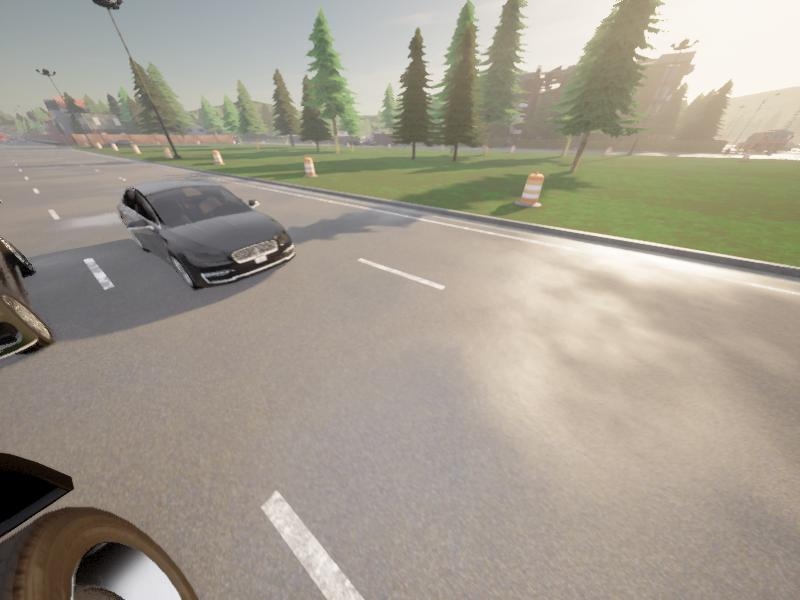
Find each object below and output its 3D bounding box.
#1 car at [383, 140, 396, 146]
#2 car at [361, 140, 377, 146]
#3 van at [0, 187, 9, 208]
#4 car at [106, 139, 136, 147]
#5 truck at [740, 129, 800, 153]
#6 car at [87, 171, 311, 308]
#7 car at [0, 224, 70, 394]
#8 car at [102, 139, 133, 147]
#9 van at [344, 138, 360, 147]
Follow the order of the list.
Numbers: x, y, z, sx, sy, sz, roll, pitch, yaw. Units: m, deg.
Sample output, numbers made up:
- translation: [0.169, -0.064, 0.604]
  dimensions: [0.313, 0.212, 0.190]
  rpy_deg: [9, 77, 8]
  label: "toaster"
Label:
- translation: [-3.304, -49.472, 72.768]
  dimensions: [3.705, 1.549, 1.789]
  rpy_deg: [22, 41, 28]
  label: "car"
- translation: [-9.830, -49.658, 73.013]
  dimensions: [4.611, 1.667, 2.242]
  rpy_deg: [22, 41, 28]
  label: "car"
- translation: [-17.303, -4.686, 8.722]
  dimensions: [4.442, 1.987, 1.775]
  rpy_deg: [22, 41, 28]
  label: "van"
- translation: [-73.612, -41.541, 61.099]
  dimensions: [2.007, 1.525, 4.514]
  rpy_deg: [12, 37, 17]
  label: "car"
- translation: [75.629, -32.733, 47.616]
  dimensions: [2.891, 3.827, 8.468]
  rpy_deg: [22, 40, 28]
  label: "truck"
- translation: [-4.417, -1.715, 5.022]
  dimensions: [4.892, 1.490, 1.837]
  rpy_deg: [22, 40, 28]
  label: "car"
- translation: [-6.686, -0.231, 2.786]
  dimensions: [5.027, 1.651, 2.152]
  rpy_deg: [22, 41, 28]
  label: "car"
- translation: [-76.595, -42.781, 62.766]
  dimensions: [2.242, 1.667, 4.611]
  rpy_deg: [13, 37, 18]
  label: "car"
- translation: [-14.215, -46.706, 68.398]
  dimensions: [4.442, 1.987, 1.775]
  rpy_deg: [22, 41, 28]
  label: "van"
